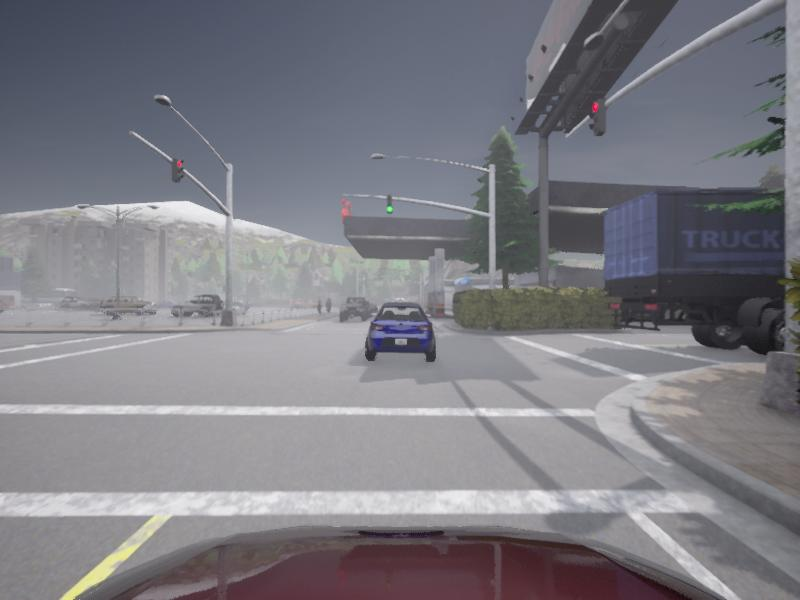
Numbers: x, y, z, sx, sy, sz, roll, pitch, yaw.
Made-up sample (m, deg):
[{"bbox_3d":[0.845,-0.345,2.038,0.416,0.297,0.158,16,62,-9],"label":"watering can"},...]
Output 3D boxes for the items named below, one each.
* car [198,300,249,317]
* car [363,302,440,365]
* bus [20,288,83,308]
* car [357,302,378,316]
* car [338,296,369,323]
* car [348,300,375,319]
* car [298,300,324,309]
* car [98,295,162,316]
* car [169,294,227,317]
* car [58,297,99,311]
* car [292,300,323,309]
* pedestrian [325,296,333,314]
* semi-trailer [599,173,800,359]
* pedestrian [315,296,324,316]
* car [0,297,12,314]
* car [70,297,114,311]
[{"bbox_3d":[-16.158,0.760,36.686,3.806,1.475,1.970,0,0,0],"label":"car"},{"bbox_3d":[0.029,0.807,11.647,1.816,1.474,4.193,1,0,0],"label":"car"},{"bbox_3d":[-76.049,-0.406,87.508,10.273,4.253,3.944,0,0,-1],"label":"bus"},{"bbox_3d":[-3.470,0.919,43.409,1.970,1.475,3.806,0,0,0],"label":"car"},{"bbox_3d":[-3.479,0.693,30.634,1.905,1.878,3.866,0,0,0],"label":"car"},{"bbox_3d":[-3.473,0.834,37.086,2.033,1.649,4.856,0,0,0],"label":"car"},{"bbox_3d":[-16.457,0.795,74.079,4.514,1.523,2.007,0,0,0],"label":"car"},{"bbox_3d":[-24.637,0.497,36.604,4.605,1.855,1.932,0,0,0],"label":"car"},{"bbox_3d":[-16.751,0.471,33.359,3.866,1.878,1.905,0,0,0],"label":"car"},{"bbox_3d":[-42.103,0.500,52.447,3.866,1.878,1.905,0,0,0],"label":"car"},{"bbox_3d":[-16.388,0.782,70.943,5.027,1.636,2.152,0,0,0],"label":"car"},{"bbox_3d":[-7.698,0.551,43.321,0.751,1.860,0.751,0,0,0],"label":"pedestrian"},{"bbox_3d":[13.174,-0.792,10.820,14.254,4.402,2.717,0,0,0],"label":"semi-trailer"},{"bbox_3d":[-7.623,0.543,37.943,0.751,1.860,0.751,0,0,-1],"label":"pedestrian"},{"bbox_3d":[-42.036,0.557,39.652,5.027,1.636,2.152,0,0,0],"label":"car"},{"bbox_3d":[-42.531,0.525,55.350,4.605,1.855,1.932,0,0,0],"label":"car"}]
